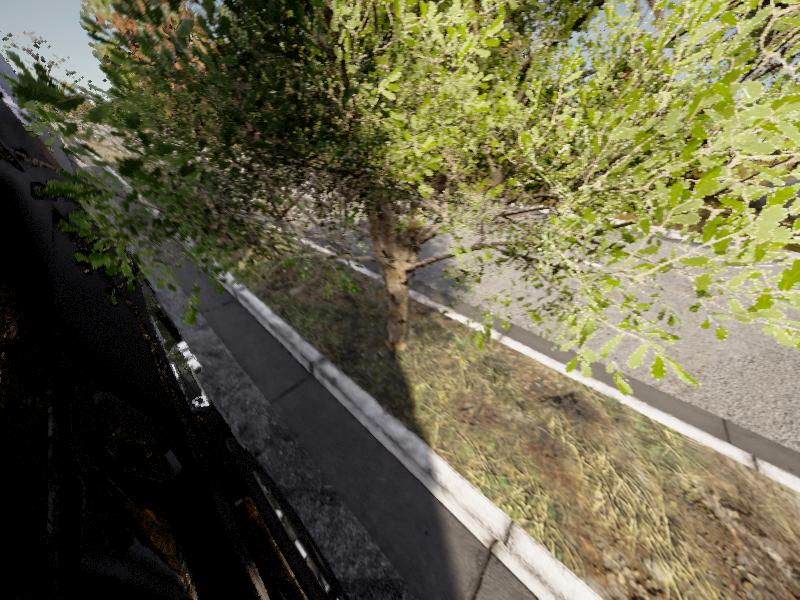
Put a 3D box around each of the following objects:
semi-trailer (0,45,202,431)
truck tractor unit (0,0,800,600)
[{"bbox_3d":[-8.703,-3.590,4.242,14.254,4.402,2.717,28,44,30],"label":"semi-trailer"},{"bbox_3d":[-2.645,-0.295,0.352,6.516,4.208,3.053,28,44,30],"label":"truck tractor unit"}]
